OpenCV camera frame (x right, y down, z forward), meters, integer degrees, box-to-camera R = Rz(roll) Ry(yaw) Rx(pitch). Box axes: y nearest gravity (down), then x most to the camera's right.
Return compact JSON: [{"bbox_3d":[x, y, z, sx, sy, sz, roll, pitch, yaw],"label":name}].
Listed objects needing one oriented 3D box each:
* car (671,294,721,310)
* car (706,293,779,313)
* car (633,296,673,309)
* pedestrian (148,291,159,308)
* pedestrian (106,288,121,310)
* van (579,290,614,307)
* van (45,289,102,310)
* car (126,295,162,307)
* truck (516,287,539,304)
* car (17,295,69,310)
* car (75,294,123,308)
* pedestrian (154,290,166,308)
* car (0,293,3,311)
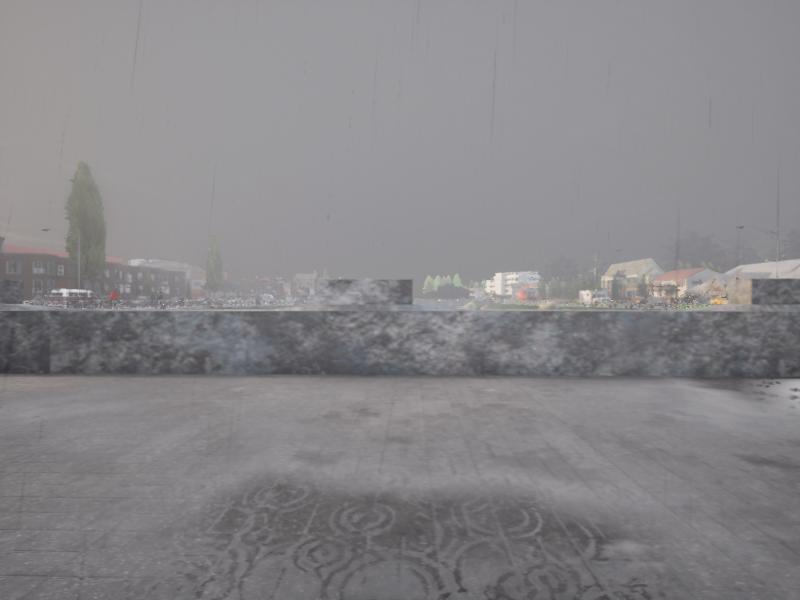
[{"bbox_3d":[32.690,0.181,44.357,2.033,1.649,4.856,0,0,1],"label":"car"},{"bbox_3d":[28.415,0.226,33.468,1.882,1.535,5.008,0,0,1],"label":"car"},{"bbox_3d":[28.716,0.310,45.605,1.994,1.385,4.181,0,0,2],"label":"car"},{"bbox_3d":[-27.402,-0.074,44.414,0.751,1.860,0.751,0,0,15],"label":"pedestrian"},{"bbox_3d":[-24.715,-0.070,34.566,0.751,1.860,0.751,0,0,-2],"label":"pedestrian"},{"bbox_3d":[29.060,-0.220,59.452,2.351,2.431,6.366,0,0,1],"label":"van"},{"bbox_3d":[-33.082,-0.037,40.701,2.069,2.038,4.480,0,0,1],"label":"van"},{"bbox_3d":[-36.671,0.165,57.426,2.033,1.649,4.856,0,0,1],"label":"car"},{"bbox_3d":[29.915,-0.924,94.010,2.891,3.827,8.468,0,0,1],"label":"truck"},{"bbox_3d":[-37.056,0.244,41.674,1.970,1.475,3.806,0,0,1],"label":"car"},{"bbox_3d":[-36.873,0.162,49.173,1.930,1.638,5.238,0,0,1],"label":"car"},{"bbox_3d":[-24.796,-0.072,41.410,0.751,1.860,0.751,0,0,9],"label":"pedestrian"},{"bbox_3d":[-37.246,0.163,33.902,1.930,1.638,5.238,0,0,1],"label":"car"}]
